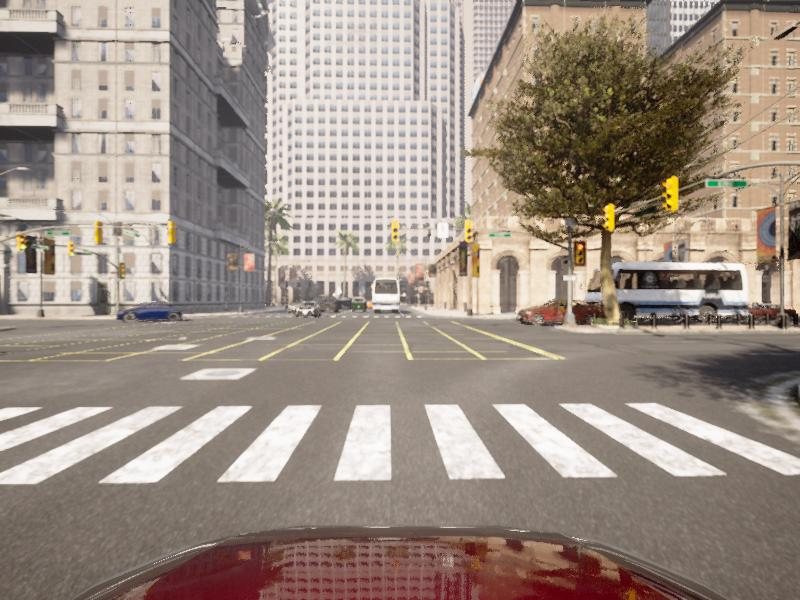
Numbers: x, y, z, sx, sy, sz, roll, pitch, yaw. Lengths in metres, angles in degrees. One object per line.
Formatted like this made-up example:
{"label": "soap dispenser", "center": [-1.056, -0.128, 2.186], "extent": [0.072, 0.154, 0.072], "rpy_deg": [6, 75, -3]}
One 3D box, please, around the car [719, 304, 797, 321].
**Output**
{"label": "car", "center": [28.810, 0.954, 32.290], "extent": [4.718, 1.301, 1.895], "rpy_deg": [0, 0, -2]}

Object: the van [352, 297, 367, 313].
{"label": "van", "center": [-5.314, 0.602, 53.025], "extent": [1.775, 1.987, 4.442], "rpy_deg": [0, 0, -2]}

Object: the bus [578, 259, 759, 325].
{"label": "bus", "center": [18.747, -0.519, 28.584], "extent": [10.273, 4.253, 3.944], "rpy_deg": [0, 0, -1]}

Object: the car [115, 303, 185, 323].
{"label": "car", "center": [-18.201, 0.903, 29.266], "extent": [4.181, 1.385, 1.994], "rpy_deg": [0, 0, -33]}

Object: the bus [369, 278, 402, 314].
{"label": "bus", "center": [-1.919, -0.528, 52.591], "extent": [3.944, 4.253, 10.273], "rpy_deg": [0, 0, -2]}

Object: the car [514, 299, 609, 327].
{"label": "car", "center": [9.975, 0.788, 25.013], "extent": [5.027, 1.651, 2.152], "rpy_deg": [0, 0, -1]}

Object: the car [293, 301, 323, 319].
{"label": "car", "center": [-8.248, 0.854, 36.194], "extent": [1.970, 1.475, 3.806], "rpy_deg": [0, 0, -3]}

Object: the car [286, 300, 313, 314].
{"label": "car", "center": [-12.185, 0.781, 49.004], "extent": [2.152, 1.651, 5.027], "rpy_deg": [0, 0, -2]}

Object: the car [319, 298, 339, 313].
{"label": "car", "center": [-8.709, 0.647, 49.629], "extent": [1.905, 1.878, 3.866], "rpy_deg": [0, 0, -2]}

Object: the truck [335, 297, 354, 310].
{"label": "truck", "center": [-9.159, 0.547, 66.609], "extent": [2.390, 2.098, 6.274], "rpy_deg": [0, 0, -1]}

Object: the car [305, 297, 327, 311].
{"label": "car", "center": [-12.511, 0.572, 60.040], "extent": [2.150, 2.045, 5.566], "rpy_deg": [0, 0, -1]}
